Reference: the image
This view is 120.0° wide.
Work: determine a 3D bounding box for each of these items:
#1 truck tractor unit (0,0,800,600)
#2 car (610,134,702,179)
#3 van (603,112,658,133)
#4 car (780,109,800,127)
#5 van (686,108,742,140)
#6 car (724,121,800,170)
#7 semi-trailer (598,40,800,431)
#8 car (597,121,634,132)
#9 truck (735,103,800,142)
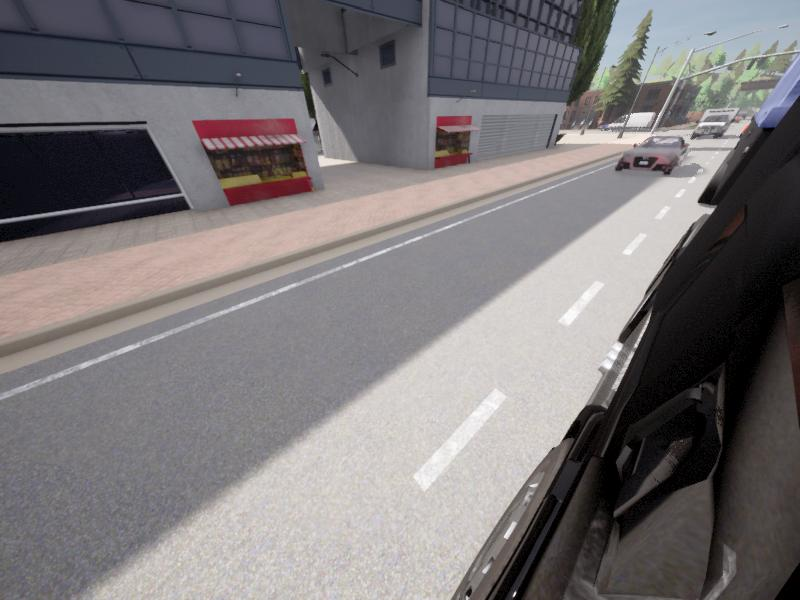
[{"bbox_3d":[2.645,-0.295,0.351,6.516,4.208,3.053,-28,44,-30],"label":"truck tractor unit"},{"bbox_3d":[12.281,-7.013,11.093,4.181,1.385,1.994,-28,44,-30],"label":"car"},{"bbox_3d":[39.281,-30.427,39.684,1.988,2.561,5.915,-28,44,-30],"label":"van"},{"bbox_3d":[61.995,-28.360,35.905,5.566,2.045,2.150,-28,44,-30],"label":"car"},{"bbox_3d":[33.172,-18.605,24.373,6.366,2.431,2.351,-28,44,-30],"label":"van"},{"bbox_3d":[18.642,-7.796,11.488,4.611,1.667,2.242,-28,44,-30],"label":"car"},{"bbox_3d":[8.692,-3.611,4.231,14.254,4.402,2.717,-28,44,-30],"label":"semi-trailer"},{"bbox_3d":[40.308,-32.572,43.332,2.007,1.525,4.514,-28,44,-30],"label":"car"},{"bbox_3d":[32.743,-15.646,20.425,5.204,2.467,2.627,-28,43,-30],"label":"truck"}]
